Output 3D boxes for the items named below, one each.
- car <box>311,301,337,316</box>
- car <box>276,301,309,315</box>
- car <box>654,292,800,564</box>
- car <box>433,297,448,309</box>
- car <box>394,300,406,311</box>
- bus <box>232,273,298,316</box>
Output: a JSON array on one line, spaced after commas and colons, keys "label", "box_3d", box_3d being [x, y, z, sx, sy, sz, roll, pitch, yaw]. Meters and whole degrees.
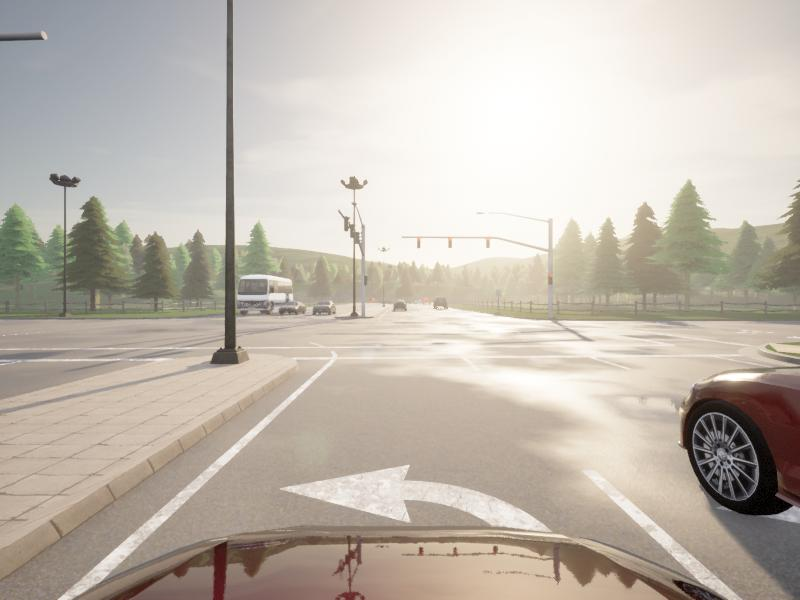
[{"label": "car", "box_3d": [-7.991, 0.807, 42.501, 1.837, 1.490, 4.892, 0, 0, 0]}, {"label": "car", "box_3d": [-11.492, 0.857, 43.184, 2.033, 1.411, 5.357, 0, 0, 0]}, {"label": "car", "box_3d": [3.500, 0.779, 1.307, 2.152, 1.651, 5.027, 0, 0, 0]}, {"label": "car", "box_3d": [7.035, 0.506, 70.653, 2.150, 2.045, 5.566, 0, 0, 1]}, {"label": "car", "box_3d": [0.013, 0.791, 60.645, 1.837, 1.490, 4.892, 0, 0, 0]}, {"label": "bus", "box_3d": [-14.869, -0.573, 45.259, 3.944, 4.253, 10.273, 0, 0, 0]}]
